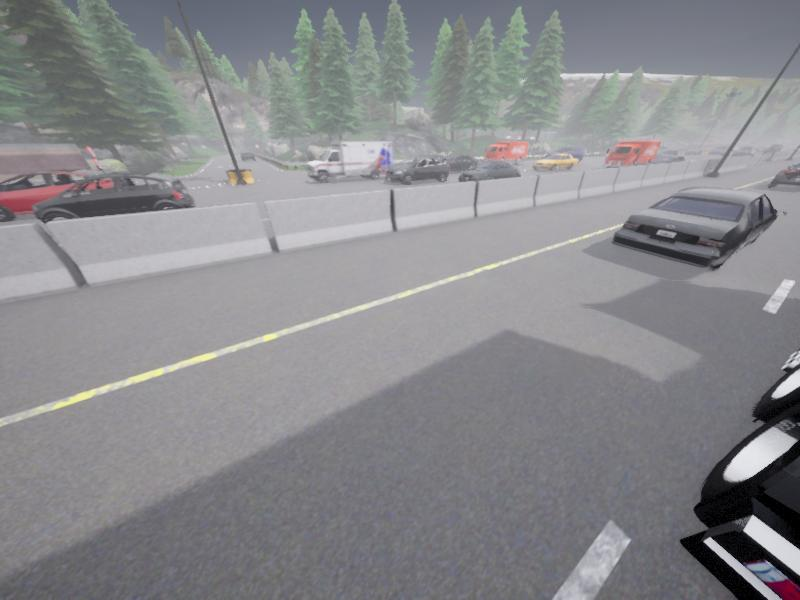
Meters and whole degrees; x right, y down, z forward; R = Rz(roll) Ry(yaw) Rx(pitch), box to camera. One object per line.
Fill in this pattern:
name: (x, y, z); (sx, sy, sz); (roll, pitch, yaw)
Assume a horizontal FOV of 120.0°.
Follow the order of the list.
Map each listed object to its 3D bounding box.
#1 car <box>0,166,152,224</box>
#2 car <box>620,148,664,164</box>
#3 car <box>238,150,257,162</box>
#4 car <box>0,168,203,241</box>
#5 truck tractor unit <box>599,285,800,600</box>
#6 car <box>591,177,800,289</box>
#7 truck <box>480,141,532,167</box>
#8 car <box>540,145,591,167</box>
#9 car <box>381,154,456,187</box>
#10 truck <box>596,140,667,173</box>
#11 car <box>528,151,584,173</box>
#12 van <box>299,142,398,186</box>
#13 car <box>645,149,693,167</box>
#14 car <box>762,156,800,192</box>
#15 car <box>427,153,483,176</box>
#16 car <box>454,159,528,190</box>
car: (-13.478, -4.245, 9.120); (4.514, 1.525, 2.007); (-18, 38, -24)
car: (32.265, -19.210, 30.797); (4.611, 1.667, 2.242); (-18, 38, -24)
car: (-25.552, -24.199, 38.624); (2.128, 1.511, 4.902); (-19, 39, -26)
car: (-9.338, -3.347, 7.738); (3.705, 1.549, 1.789); (-19, 38, -24)
truck tractor unit: (5.139, -0.271, 0.735); (6.516, 4.208, 3.053); (-17, 38, -22)
car: (7.709, -2.044, 5.869); (5.357, 1.411, 2.033); (-18, 38, -24)
truck: (12.751, -17.730, 28.016); (5.204, 2.467, 2.627); (-18, 38, -24)
car: (20.329, -17.754, 28.386); (5.566, 2.045, 2.150); (-18, 38, -24)
car: (1.254, -9.121, 16.097); (4.611, 1.667, 2.242); (-18, 38, -24)
truck: (22.580, -14.130, 22.650); (5.204, 2.467, 2.627); (-18, 38, -24)
car: (15.482, -13.718, 22.875); (5.366, 1.575, 1.801); (-18, 38, -24)
van: (-3.534, -10.141, 16.954); (6.366, 2.431, 2.351); (-18, 38, -24)
car: (31.631, -16.722, 27.170); (4.856, 1.649, 2.033); (-18, 38, -24)
car: (24.667, -7.620, 13.876); (4.974, 1.542, 2.038); (-18, 38, -24)
car: (5.084, -12.568, 21.314); (4.892, 1.490, 1.837); (-18, 38, -24)
car: (5.886, -8.242, 15.043); (4.181, 1.385, 1.994); (-18, 38, -24)
